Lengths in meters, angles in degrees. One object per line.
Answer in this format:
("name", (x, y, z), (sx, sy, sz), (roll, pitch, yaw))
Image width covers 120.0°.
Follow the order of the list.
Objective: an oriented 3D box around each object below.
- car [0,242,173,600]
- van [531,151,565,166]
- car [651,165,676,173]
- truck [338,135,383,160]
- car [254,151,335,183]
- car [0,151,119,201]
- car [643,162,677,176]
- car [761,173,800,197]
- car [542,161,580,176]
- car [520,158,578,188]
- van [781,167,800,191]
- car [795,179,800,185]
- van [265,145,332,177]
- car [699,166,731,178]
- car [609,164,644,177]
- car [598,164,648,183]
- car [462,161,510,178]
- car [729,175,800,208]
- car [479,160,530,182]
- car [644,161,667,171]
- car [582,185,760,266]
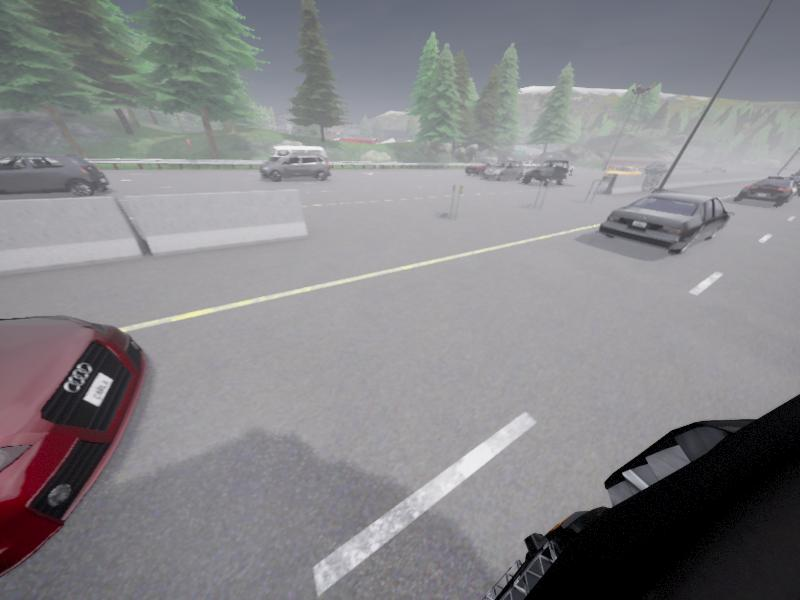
("car", (-4.113, 1.056, 0.873), (4.181, 1.385, 1.994), (-16, 38, -26))
("van", (34.091, -32.751, 53.321), (1.988, 2.561, 5.915), (-16, 38, -26))
("car", (53.621, -26.687, 46.923), (4.718, 1.301, 1.895), (-16, 38, -26))
("truck", (-8.013, -31.495, 47.827), (8.468, 3.827, 2.891), (-11, 36, -20))
("car", (-7.237, -9.288, 16.106), (4.611, 1.667, 2.242), (-16, 38, -26))
("car", (-14.453, -4.930, 9.130), (3.633, 1.501, 1.845), (-16, 38, -26))
("car", (42.418, -21.433, 37.751), (4.553, 1.767, 2.097), (-16, 38, -26))
("car", (34.810, -10.236, 20.470), (4.974, 1.542, 2.038), (-16, 38, -26))
("car", (21.266, -17.412, 30.553), (4.674, 1.442, 1.812), (-16, 38, -26))
("car", (12.279, -10.559, 19.135), (3.866, 1.878, 1.905), (-16, 38, -26))
("van", (44.470, -13.384, 24.985), (5.915, 2.561, 1.988), (-17, 38, -26))
("car", (56.089, -16.368, 31.209), (4.514, 1.525, 2.007), (-16, 38, -26))
("van", (-8.181, -11.394, 18.905), (4.480, 2.038, 2.069), (-16, 38, -26))
("car", (57.164, -23.273, 41.942), (5.027, 1.651, 2.152), (-16, 38, -26))
("car", (31.929, -18.277, 32.548), (3.806, 1.475, 1.970), (-16, 38, -26))
("car", (24.554, -13.971, 25.418), (5.366, 1.575, 1.801), (-16, 38, -26))
("car", (9.135, -13.855, 24.476), (4.718, 1.301, 1.895), (-16, 38, -26))
("car", (24.704, -7.320, 15.369), (4.974, 1.542, 2.038), (-16, 38, -26))
("car", (9.601, -11.895, 21.246), (3.988, 1.617, 1.851), (-16, 38, -26))
("car", (57.926, -30.385, 52.316), (3.866, 1.878, 1.905), (-16, 38, -26))
("car", (8.501, -2.590, 7.230), (5.357, 1.411, 2.033), (-16, 38, -26))
